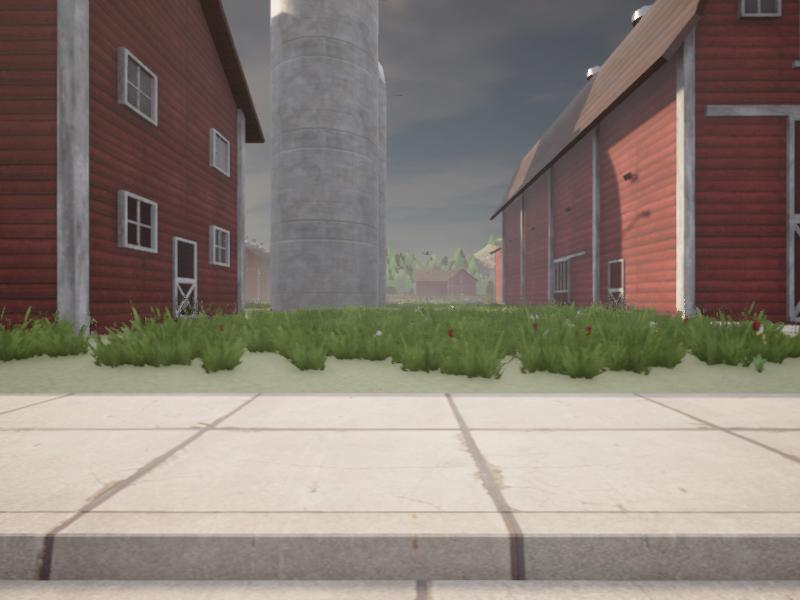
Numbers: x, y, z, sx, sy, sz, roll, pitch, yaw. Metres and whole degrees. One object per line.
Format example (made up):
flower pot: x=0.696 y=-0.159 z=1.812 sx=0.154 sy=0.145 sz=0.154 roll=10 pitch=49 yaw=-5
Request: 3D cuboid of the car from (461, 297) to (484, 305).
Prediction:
car: x=15.188 y=0.260 z=84.048 sx=4.611 sy=1.667 sz=2.242 roll=0 pitch=0 yaw=0
